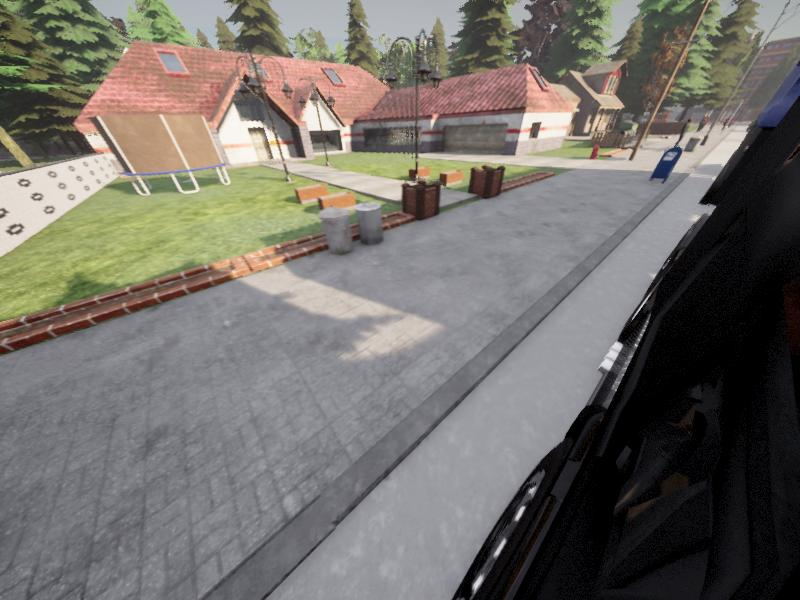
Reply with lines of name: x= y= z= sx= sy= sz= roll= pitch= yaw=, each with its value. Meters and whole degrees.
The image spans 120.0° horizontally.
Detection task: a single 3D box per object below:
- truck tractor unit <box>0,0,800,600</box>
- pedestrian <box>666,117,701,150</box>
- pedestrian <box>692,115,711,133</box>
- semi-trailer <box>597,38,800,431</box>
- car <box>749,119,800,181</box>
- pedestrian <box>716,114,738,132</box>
truck tractor unit: x=2.645 y=-0.295 z=0.352 sx=6.516 sy=4.208 sz=3.053 roll=-28 pitch=44 yaw=-30
pedestrian: x=20.286 y=-11.899 z=16.562 sx=0.751 sy=1.860 sz=0.751 roll=22 pitch=43 yaw=29
pedestrian: x=40.968 y=-23.918 z=31.393 sx=0.751 sy=1.860 sz=0.751 roll=-29 pitch=44 yaw=-31
semi-trailer: x=8.732 y=-3.572 z=4.207 sx=14.254 sy=4.402 sz=2.717 roll=-28 pitch=44 yaw=-30
car: x=16.960 y=-6.118 z=9.250 sx=4.605 sy=1.855 sz=1.932 roll=-20 pitch=40 yaw=-22
pedestrian: x=42.556 y=-23.004 z=30.082 sx=0.751 sy=1.860 sz=0.751 roll=-23 pitch=42 yaw=-25
